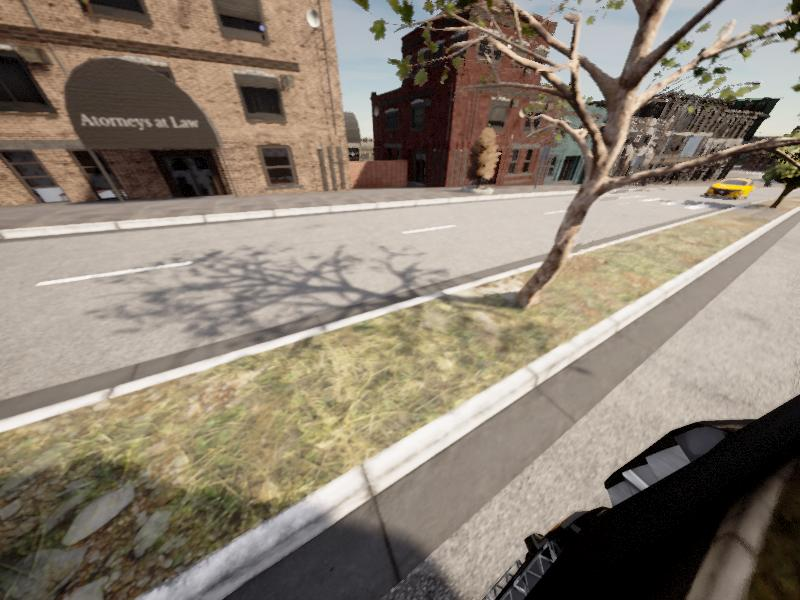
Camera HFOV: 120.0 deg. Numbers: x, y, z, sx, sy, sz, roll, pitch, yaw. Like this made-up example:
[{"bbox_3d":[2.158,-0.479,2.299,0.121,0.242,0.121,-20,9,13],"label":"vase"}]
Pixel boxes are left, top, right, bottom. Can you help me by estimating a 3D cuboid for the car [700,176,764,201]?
[{"bbox_3d":[27.839,-9.363,19.373,5.008,1.535,1.882,-14,37,-26],"label":"car"}]
